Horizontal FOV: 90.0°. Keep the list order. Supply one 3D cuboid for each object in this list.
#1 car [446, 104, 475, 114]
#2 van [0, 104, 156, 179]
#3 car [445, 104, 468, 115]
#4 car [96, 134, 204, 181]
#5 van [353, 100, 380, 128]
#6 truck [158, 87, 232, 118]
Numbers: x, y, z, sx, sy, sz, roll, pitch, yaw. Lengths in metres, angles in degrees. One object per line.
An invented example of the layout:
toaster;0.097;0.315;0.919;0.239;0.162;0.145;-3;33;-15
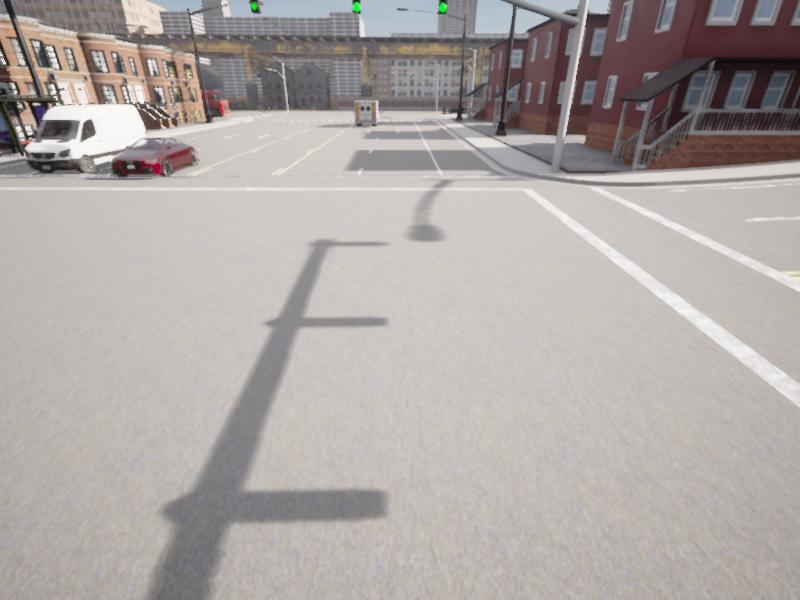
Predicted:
car;10.629;-33.719;70.586;4.892;1.490;1.837;1;27;0
van;-14.075;-7.403;18.175;1.988;2.561;5.915;1;27;1
car;9.492;-32.148;67.458;3.705;1.549;1.789;0;27;0
car;-10.415;-6.202;17.138;1.994;1.385;4.181;0;27;-1
van;-3.472;-20.047;42.924;2.351;2.431;6.366;0;27;0
truck;-29.318;-28.435;57.599;8.468;3.827;2.891;0;27;0
